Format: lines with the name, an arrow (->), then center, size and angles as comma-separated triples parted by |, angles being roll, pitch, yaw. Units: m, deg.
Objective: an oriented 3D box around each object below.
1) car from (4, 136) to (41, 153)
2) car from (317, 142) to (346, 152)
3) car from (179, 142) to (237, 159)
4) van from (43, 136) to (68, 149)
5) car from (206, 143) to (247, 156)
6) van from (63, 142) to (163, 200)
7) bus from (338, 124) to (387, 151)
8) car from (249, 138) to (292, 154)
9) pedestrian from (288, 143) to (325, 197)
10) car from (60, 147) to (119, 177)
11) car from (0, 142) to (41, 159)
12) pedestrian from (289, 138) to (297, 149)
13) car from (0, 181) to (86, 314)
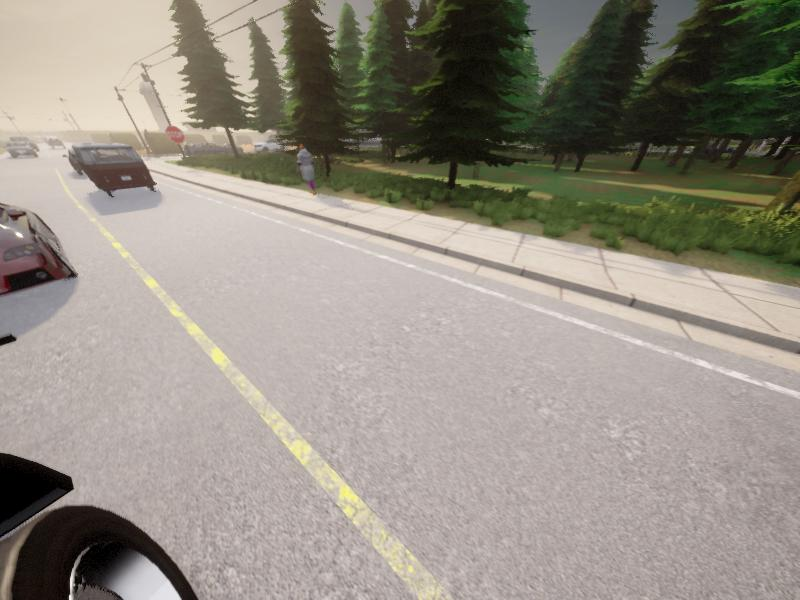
car -> -59.130, -24.470, 36.304 | 5.566, 2.045, 2.150 | 24, 42, 30
car -> -12.730, -28.749, 43.306 | 2.163, 1.488, 4.792 | 22, 41, 28
car -> -24.586, -19.371, 29.792 | 2.152, 1.651, 5.027 | 22, 40, 28
van -> -68.766, -31.440, 46.107 | 4.480, 2.038, 2.069 | 25, 42, 30
car -> -25.256, -22.079, 33.845 | 1.994, 1.385, 4.181 | 22, 40, 27
van -> -13.568, -6.256, 10.919 | 4.442, 1.987, 1.775 | 24, 41, 30
bus -> -7.505, -34.215, 48.693 | 3.944, 4.253, 10.273 | 22, 41, 28
car -> -21.256, -25.576, 38.247 | 2.150, 2.045, 5.566 | 22, 41, 28
pedestrian -> -3.818, -5.369, 9.562 | 0.751, 1.860, 0.751 | 18, 39, 23
car -> -22.368, -10.034, 16.628 | 4.892, 1.490, 1.837 | 25, 42, 31
car -> -45.713, -18.109, 27.863 | 4.902, 1.511, 2.128 | 24, 42, 30
pedestrian -> -21.179, -30.918, 45.660 | 0.751, 1.860, 0.751 | -24, 42, -30
car -> -7.907, -1.022, 4.102 | 4.181, 1.385, 1.994 | 23, 41, 29
